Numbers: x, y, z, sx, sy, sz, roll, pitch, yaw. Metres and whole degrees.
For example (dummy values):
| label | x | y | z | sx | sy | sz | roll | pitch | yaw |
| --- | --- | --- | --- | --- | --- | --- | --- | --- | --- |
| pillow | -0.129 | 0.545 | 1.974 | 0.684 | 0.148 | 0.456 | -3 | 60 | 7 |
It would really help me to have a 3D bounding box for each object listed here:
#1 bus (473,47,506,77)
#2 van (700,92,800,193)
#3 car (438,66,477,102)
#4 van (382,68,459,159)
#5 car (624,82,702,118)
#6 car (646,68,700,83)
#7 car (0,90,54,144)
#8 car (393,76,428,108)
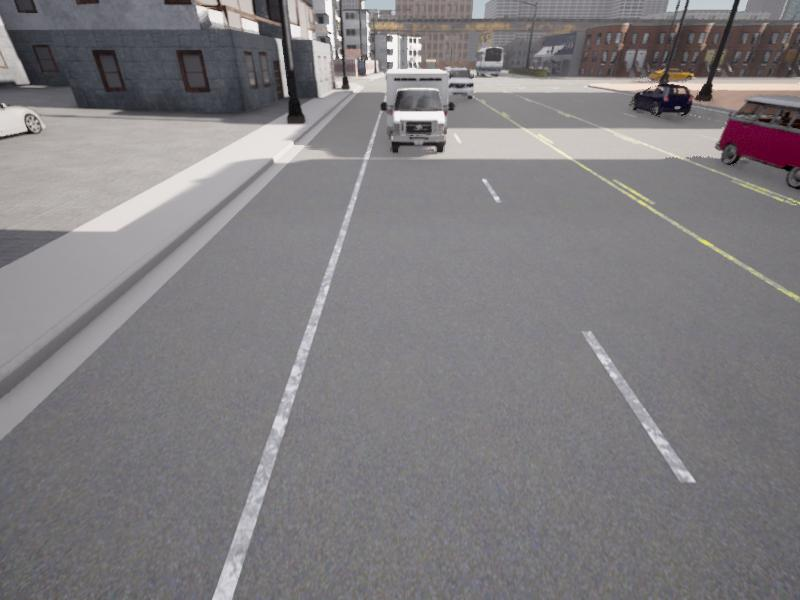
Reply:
| label | x | y | z | sx | sy | sz | roll | pitch | yaw |
| --- | --- | --- | --- | --- | --- | --- | --- | --- | --- |
| bus | 15.271 | -41.224 | 69.373 | 3.944 | 4.253 | 10.273 | 2 | 31 | 3 |
| van | 11.111 | -4.512 | 11.213 | 1.775 | 1.987 | 4.442 | 0 | 32 | 0 |
| car | 4.149 | -16.213 | 29.895 | 2.150 | 2.045 | 5.566 | 0 | 32 | 0 |
| van | 0.623 | -7.487 | 15.566 | 2.351 | 2.431 | 6.366 | 0 | 32 | 0 |
| car | 14.634 | -11.300 | 22.507 | 1.845 | 1.501 | 3.633 | 0 | 32 | 0 |
| car | 33.573 | -27.751 | 49.366 | 5.008 | 1.535 | 1.882 | 1 | 31 | 1 |
| car | -14.854 | -6.385 | 14.033 | 1.970 | 1.475 | 3.806 | 0 | 32 | 0 |
| car | 0.632 | -14.092 | 26.994 | 2.128 | 1.511 | 4.902 | 0 | 32 | 0 |
